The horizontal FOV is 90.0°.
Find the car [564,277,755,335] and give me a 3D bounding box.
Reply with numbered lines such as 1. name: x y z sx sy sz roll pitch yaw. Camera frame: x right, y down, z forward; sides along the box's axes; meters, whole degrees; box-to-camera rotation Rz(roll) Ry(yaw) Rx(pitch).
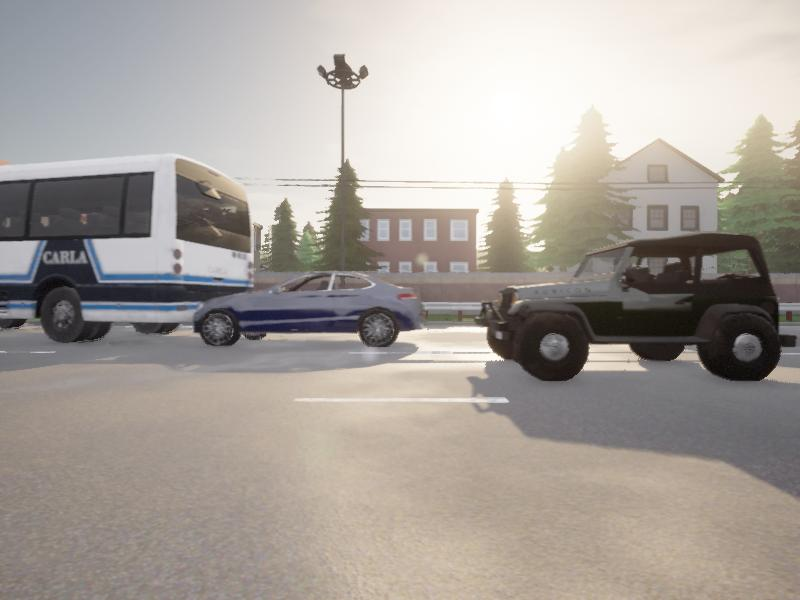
1. car: 7.985 0.175 12.703 4.611 1.667 2.242 0 0 0

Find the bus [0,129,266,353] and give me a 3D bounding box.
1. bus: -9.268 -1.168 10.567 10.273 4.253 3.944 1 0 12

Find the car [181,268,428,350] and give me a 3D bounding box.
1. car: -1.922 0.182 9.164 5.027 1.651 2.152 0 0 2

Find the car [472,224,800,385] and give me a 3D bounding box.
1. car: 3.144 0.055 5.702 3.866 1.878 1.905 0 0 0
